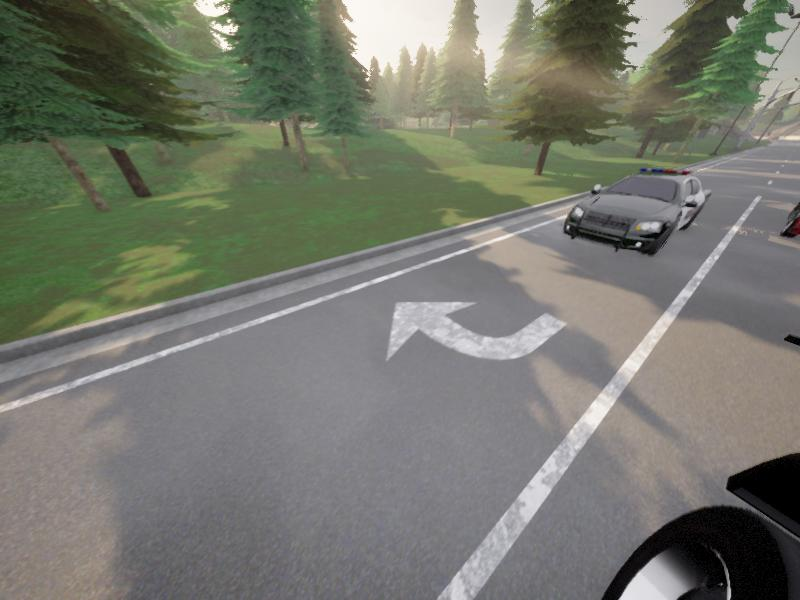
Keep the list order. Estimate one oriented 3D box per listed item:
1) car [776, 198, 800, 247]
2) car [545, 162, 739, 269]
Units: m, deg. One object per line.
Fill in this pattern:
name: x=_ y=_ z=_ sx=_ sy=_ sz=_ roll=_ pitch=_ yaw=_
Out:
car: x=11.914 y=-2.274 z=5.818 sx=4.181 sy=1.385 sz=1.994 roll=-22 pitch=41 yaw=-28
car: x=6.455 y=-2.577 z=6.160 sx=4.974 sy=1.542 sz=2.038 roll=-22 pitch=41 yaw=-28
